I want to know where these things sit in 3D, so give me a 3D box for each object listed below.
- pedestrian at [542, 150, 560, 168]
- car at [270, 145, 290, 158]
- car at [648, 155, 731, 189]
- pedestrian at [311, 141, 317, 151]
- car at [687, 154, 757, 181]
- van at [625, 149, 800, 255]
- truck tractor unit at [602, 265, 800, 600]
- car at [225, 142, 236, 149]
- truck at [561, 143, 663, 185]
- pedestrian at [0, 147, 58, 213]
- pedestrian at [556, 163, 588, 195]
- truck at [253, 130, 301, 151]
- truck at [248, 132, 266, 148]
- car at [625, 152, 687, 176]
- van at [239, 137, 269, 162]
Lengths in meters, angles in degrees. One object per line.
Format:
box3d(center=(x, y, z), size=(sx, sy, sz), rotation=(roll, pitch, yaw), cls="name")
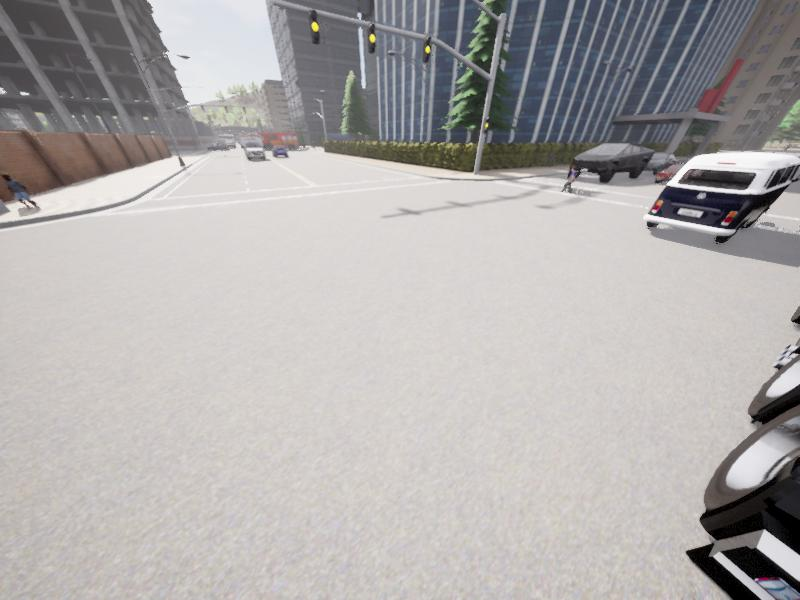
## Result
box3d(center=(13.532, -12.637, 20.746), size=(0.751, 1.300, 0.751), rotation=(-18, 39, -24), cls="pedestrian")
box3d(center=(-17.985, -22.250, 34.541), size=(2.007, 1.525, 4.514), rotation=(-17, 38, -23), cls="car")
box3d(center=(17.695, -7.908, 14.141), size=(4.193, 1.474, 1.816), rotation=(-18, 39, -24), cls="car")
box3d(center=(-19.912, -35.626, 53.397), size=(0.751, 1.860, 0.751), rotation=(-1, 35, -2), cls="pedestrian")
box3d(center=(23.756, -9.845, 17.057), size=(4.181, 1.385, 1.994), rotation=(-19, 39, -25), cls="car")
box3d(center=(9.453, -3.121, 6.769), size=(4.480, 2.038, 2.069), rotation=(-19, 39, -24), cls="van")
box3d(center=(5.108, -0.304, 0.780), size=(6.516, 4.208, 3.053), rotation=(-18, 39, -24), cls="truck tractor unit")
box3d(center=(-45.489, -41.476, 62.057), size=(2.033, 1.411, 5.357), rotation=(-18, 39, -24), cls="car")
box3d(center=(14.393, -9.396, 15.710), size=(6.274, 2.098, 2.390), rotation=(-18, 39, -24), cls="truck")
box3d(center=(-13.059, -3.996, 7.729), size=(0.751, 1.860, 0.751), rotation=(-11, 37, -16), cls="pedestrian")
box3d(center=(8.623, -6.097, 11.623), size=(0.751, 1.300, 0.751), rotation=(28, 43, 34), cls="pedestrian")
box3d(center=(-27.534, -35.850, 51.984), size=(8.468, 3.827, 2.891), rotation=(-19, 39, -25), cls="truck")
box3d(center=(-42.823, -47.830, 69.079), size=(2.891, 3.827, 8.468), rotation=(-18, 39, -24), cls="truck")
box3d(center=(21.204, -11.347, 19.129), size=(4.674, 1.442, 1.812), rotation=(-18, 39, -24), cls="car")
box3d(center=(-18.740, -19.376, 29.621), size=(2.351, 2.431, 6.366), rotation=(-18, 39, -24), cls="van")
